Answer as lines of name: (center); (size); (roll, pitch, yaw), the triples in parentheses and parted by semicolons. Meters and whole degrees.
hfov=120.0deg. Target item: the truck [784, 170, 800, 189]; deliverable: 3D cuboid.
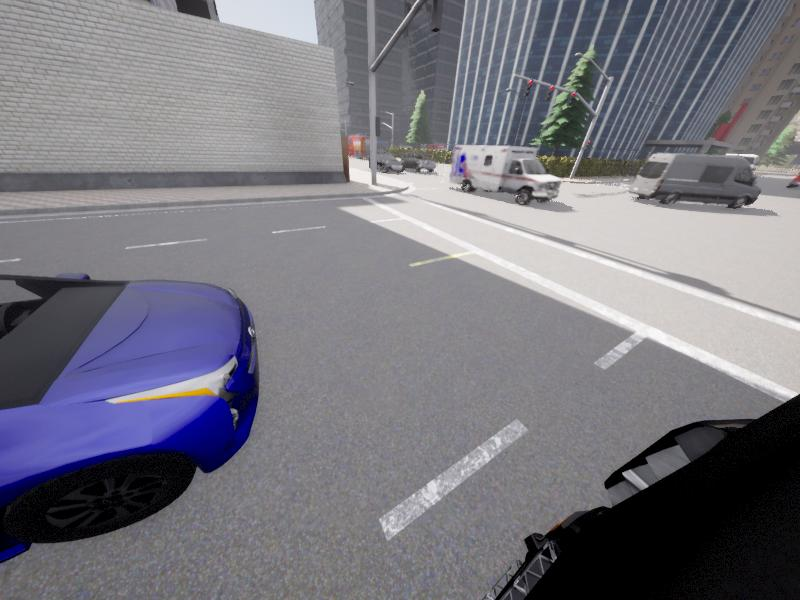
truck: (49.859, -14.704, 27.687); (5.204, 2.467, 2.627); (-16, 38, -25)

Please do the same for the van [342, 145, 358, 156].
van: (-12.047, -36.108, 55.634); (2.069, 2.038, 4.480); (-16, 38, -26)

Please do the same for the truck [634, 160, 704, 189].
truck: (26.470, -12.402, 22.750); (6.274, 2.098, 2.390); (-16, 38, -26)

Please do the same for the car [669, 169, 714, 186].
car: (33.264, -14.056, 26.354); (4.674, 1.442, 1.812); (-16, 38, -26)

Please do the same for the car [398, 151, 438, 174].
car: (1.742, -14.591, 24.454); (1.932, 1.855, 4.605); (-16, 37, -26)

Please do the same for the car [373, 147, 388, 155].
car: (-5.677, -43.700, 67.710); (3.866, 1.878, 1.905); (-16, 38, -26)

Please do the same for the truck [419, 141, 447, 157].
truck: (10.288, -46.883, 71.954); (8.468, 3.827, 2.891); (-16, 38, -26)

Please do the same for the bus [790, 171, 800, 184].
bus: (64.188, -19.579, 34.490); (10.273, 4.253, 3.944); (-15, 38, -26)

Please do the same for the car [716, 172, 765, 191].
car: (35.812, -12.519, 24.303); (4.181, 1.385, 1.994); (-16, 38, -27)

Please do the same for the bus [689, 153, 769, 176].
bus: (81.625, -34.132, 57.843); (3.944, 4.253, 10.273); (-16, 38, -26)

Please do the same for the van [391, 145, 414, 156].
van: (0.805, -43.570, 67.487); (6.366, 2.431, 2.351); (-16, 38, -26)

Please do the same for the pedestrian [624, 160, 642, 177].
pedestrian: (30.097, -17.036, 29.901); (0.751, 1.860, 0.751); (-17, 39, -28)

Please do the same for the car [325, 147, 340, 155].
car: (-16.598, -36.482, 56.428); (2.033, 1.411, 5.357); (-16, 38, -26)

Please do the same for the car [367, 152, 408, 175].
car: (-1.401, -13.740, 23.151); (2.033, 1.649, 4.856); (-16, 38, -26)

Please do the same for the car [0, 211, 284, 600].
car: (-3.366, 0.745, 1.185); (4.514, 1.525, 2.007); (-16, 38, -26)

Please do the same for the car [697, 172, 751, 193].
car: (29.756, -10.842, 21.218); (4.193, 1.474, 1.816); (-16, 38, -26)

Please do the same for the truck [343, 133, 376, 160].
truck: (-7.602, -28.607, 43.071); (2.891, 3.827, 8.468); (-16, 38, -26)

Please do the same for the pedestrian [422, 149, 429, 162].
pedestrian: (4.410, -25.356, 40.556); (0.751, 1.860, 0.751); (-17, 39, -28)

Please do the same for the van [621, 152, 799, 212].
van: (17.370, -6.899, 13.425); (5.915, 2.561, 1.988); (5, 35, 3)

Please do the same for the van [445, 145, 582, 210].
van: (5.637, -7.123, 12.948); (2.351, 2.431, 6.366); (-16, 38, -26)
